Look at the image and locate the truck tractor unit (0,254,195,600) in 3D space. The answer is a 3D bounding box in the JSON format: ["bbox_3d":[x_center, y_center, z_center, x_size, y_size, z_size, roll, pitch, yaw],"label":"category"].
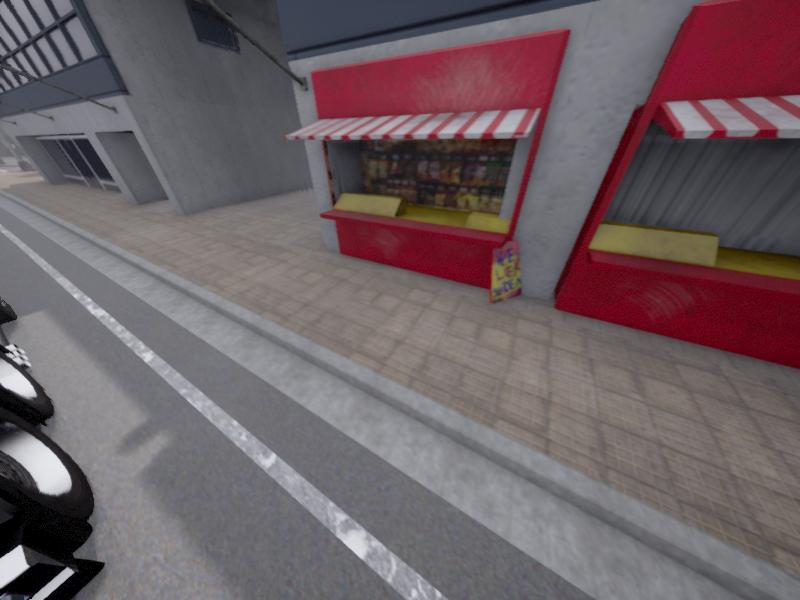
[{"bbox_3d":[-5.094,-0.318,0.803,6.516,4.208,3.053,19,39,25],"label":"truck tractor unit"}]
